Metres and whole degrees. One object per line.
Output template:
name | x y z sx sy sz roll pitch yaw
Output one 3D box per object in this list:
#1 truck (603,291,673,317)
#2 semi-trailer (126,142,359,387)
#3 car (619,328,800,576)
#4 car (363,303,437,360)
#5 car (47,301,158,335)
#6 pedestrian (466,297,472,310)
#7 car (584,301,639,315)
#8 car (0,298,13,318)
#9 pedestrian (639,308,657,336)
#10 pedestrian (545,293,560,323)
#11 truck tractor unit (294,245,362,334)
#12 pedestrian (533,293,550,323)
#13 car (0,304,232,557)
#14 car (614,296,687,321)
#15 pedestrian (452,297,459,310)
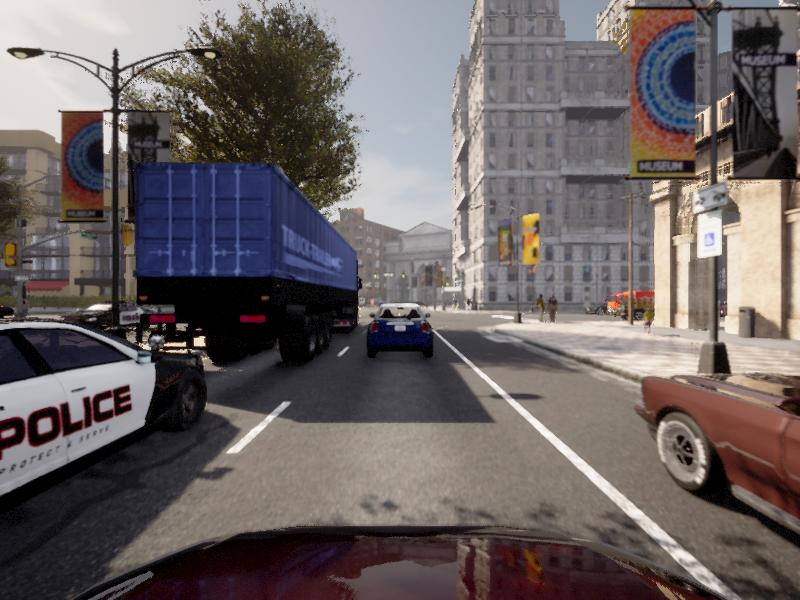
truck | 23.039 0.364 38.880 5.204 2.467 2.627 0 0 -1
semi-trailer | -3.560 -0.616 14.314 2.717 4.402 14.254 0 0 0
car | 3.251 0.939 1.835 1.895 1.301 4.718 0 0 0
car | 0.004 0.856 12.589 1.970 1.475 3.806 0 0 0
car | -14.994 0.829 20.612 2.038 1.542 4.974 0 0 0
pedestrian | 9.992 0.495 58.157 0.751 1.860 0.751 0 0 7
car | 22.332 0.852 42.369 4.892 1.490 1.837 0 0 0
car | -37.212 0.701 35.052 4.553 1.767 2.097 0 0 0
pedestrian | 10.029 0.868 16.181 0.500 1.100 0.500 0 0 13
pedestrian | 9.648 0.490 25.354 0.751 1.860 0.751 0 0 8
truck tractor unit | -3.696 -0.496 22.229 3.053 4.208 6.516 0 0 -4
pedestrian | 9.063 0.490 25.662 0.751 1.860 0.751 0 0 -15
car | -3.500 0.826 3.436 2.038 1.542 4.974 0 0 0
car | 19.835 0.658 31.869 4.605 1.855 1.932 0 0 -1
pedestrian | 7.558 0.495 54.771 0.751 1.860 0.751 0 0 -10
